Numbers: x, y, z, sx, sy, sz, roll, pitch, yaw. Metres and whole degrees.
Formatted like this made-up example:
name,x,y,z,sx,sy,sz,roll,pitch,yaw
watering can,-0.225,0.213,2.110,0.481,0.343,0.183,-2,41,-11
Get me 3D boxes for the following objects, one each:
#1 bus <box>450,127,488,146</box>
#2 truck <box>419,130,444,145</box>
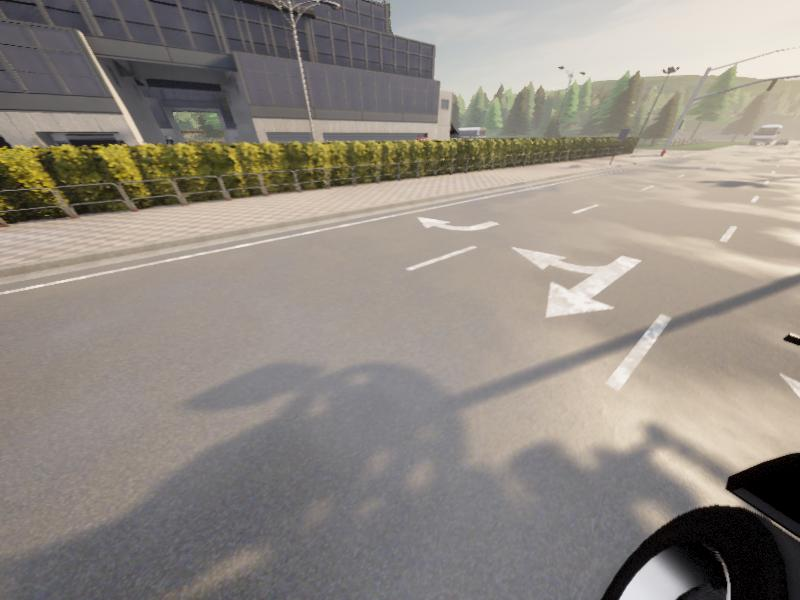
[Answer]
name,x,y,z,sx,sy,sz,roll,pitch,yaw
bus,19.936,-47.801,67.737,3.944,4.253,10.273,-22,41,-27
truck,9.913,-52.552,74.926,2.891,3.827,8.468,-22,41,-27
